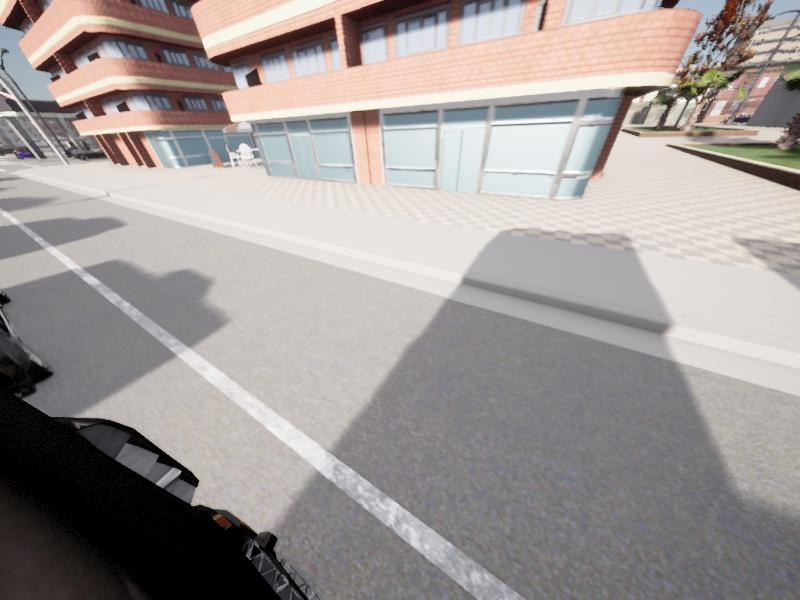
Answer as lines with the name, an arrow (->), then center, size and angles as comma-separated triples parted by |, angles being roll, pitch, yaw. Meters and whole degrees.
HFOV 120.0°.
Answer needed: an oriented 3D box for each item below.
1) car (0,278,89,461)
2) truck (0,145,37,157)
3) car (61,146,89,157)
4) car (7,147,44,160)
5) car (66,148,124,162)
car -> -5.557, 0.385, 2.193 | 4.718, 1.301, 1.895 | 17, 41, 25
truck -> -95.137, -36.591, 56.567 | 2.390, 2.098, 6.274 | 18, 41, 25
car -> -60.462, -27.706, 43.017 | 3.806, 1.475, 1.970 | 18, 41, 25
car -> -62.677, -24.584, 38.662 | 4.611, 1.667, 2.242 | 18, 41, 25
car -> -43.346, -20.790, 32.942 | 1.895, 1.301, 4.718 | 17, 41, 24
